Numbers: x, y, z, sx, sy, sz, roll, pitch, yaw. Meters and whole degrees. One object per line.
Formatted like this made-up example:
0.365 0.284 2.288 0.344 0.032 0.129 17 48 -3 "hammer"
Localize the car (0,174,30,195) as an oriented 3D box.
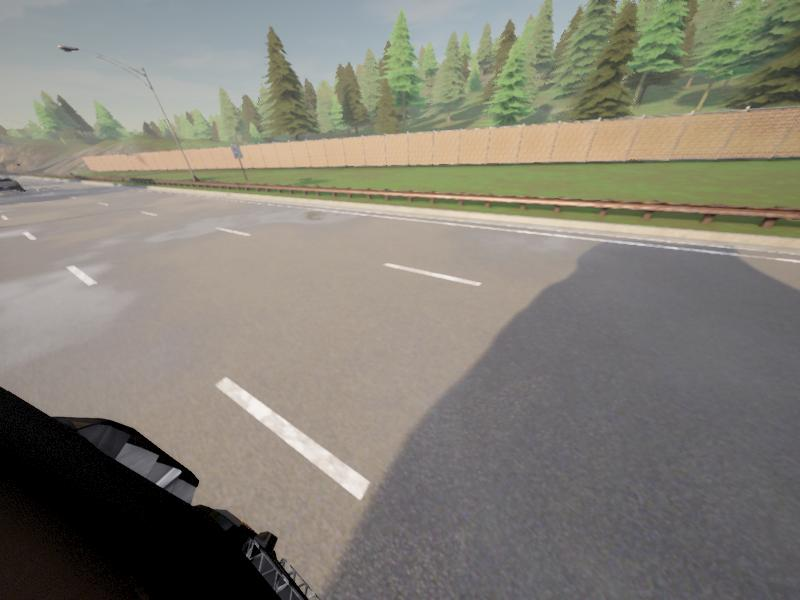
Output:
-38.785 -11.252 22.443 4.902 1.511 2.128 16 38 26 "car"
